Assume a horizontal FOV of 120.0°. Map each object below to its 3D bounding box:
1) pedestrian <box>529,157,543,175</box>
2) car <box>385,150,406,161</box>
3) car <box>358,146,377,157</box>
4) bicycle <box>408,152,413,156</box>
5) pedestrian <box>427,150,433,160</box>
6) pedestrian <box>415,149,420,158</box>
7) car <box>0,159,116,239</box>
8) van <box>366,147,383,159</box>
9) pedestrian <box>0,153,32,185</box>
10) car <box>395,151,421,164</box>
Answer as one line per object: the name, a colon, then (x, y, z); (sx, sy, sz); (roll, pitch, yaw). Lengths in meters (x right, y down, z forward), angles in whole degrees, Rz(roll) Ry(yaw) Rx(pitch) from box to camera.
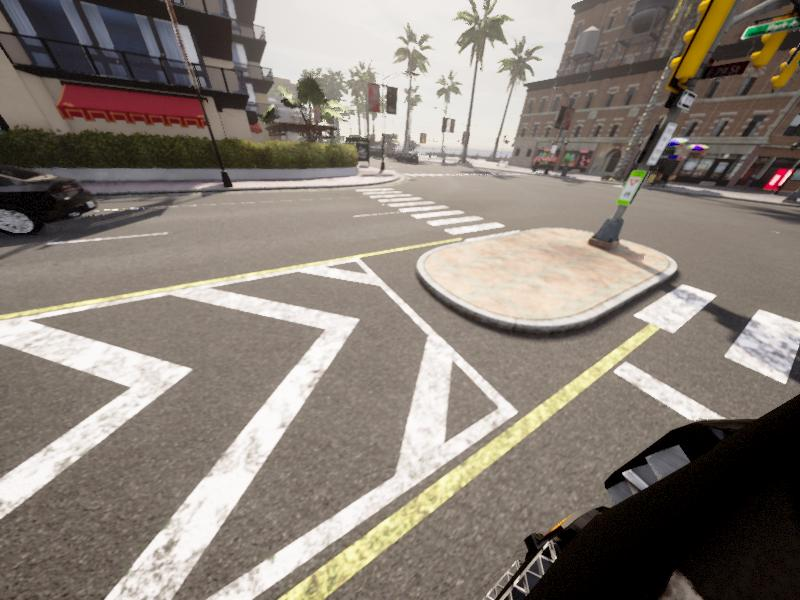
pedestrian: (16.936, -16.653, 28.796); (0.751, 1.860, 0.751); (-15, 37, -25)
car: (-0.963, -30.129, 47.966); (2.152, 1.651, 5.027); (-15, 38, -26)
car: (-8.215, -37.352, 57.908); (2.150, 2.045, 5.566); (-21, 40, -32)
bicycle: (3.207, -44.947, 70.984); (0.373, 1.024, 1.643); (-16, 38, -26)
pedestrian: (6.324, -30.364, 48.380); (0.751, 1.860, 0.751); (30, 42, 35)
pedestrian: (4.097, -34.828, 54.943); (0.751, 1.860, 0.751); (-10, 36, -19)
car: (-10.625, -2.268, 5.189); (4.892, 1.490, 1.837); (-16, 38, -26)
van: (-5.268, -30.731, 48.193); (1.775, 1.987, 4.442); (-16, 38, -26)
pedestrian: (-15.997, -5.320, 9.399); (0.500, 1.100, 0.500); (-12, 36, -22)
car: (1.215, -24.018, 38.864); (2.242, 1.667, 4.611); (-15, 38, -26)
